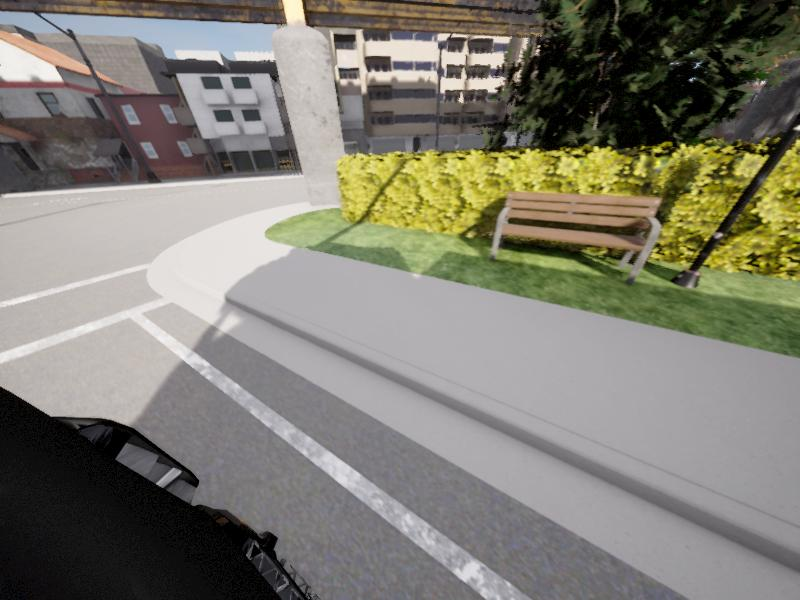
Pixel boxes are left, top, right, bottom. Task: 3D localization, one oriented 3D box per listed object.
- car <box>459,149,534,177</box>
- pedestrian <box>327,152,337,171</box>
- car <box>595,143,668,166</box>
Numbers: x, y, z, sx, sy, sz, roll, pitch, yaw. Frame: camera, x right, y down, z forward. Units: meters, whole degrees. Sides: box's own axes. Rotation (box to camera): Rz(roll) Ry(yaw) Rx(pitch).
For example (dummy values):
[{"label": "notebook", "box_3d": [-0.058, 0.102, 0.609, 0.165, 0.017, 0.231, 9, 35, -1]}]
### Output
[{"label": "car", "box_3d": [7.689, -11.146, 18.711, 5.238, 1.638, 1.930, -10, 34, -11]}, {"label": "pedestrian", "box_3d": [-7.799, -15.943, 26.571, 0.751, 1.860, 0.751, -11, 34, -12]}, {"label": "car", "box_3d": [21.341, -13.529, 21.407, 4.974, 1.542, 2.038, -10, 34, -11]}]
